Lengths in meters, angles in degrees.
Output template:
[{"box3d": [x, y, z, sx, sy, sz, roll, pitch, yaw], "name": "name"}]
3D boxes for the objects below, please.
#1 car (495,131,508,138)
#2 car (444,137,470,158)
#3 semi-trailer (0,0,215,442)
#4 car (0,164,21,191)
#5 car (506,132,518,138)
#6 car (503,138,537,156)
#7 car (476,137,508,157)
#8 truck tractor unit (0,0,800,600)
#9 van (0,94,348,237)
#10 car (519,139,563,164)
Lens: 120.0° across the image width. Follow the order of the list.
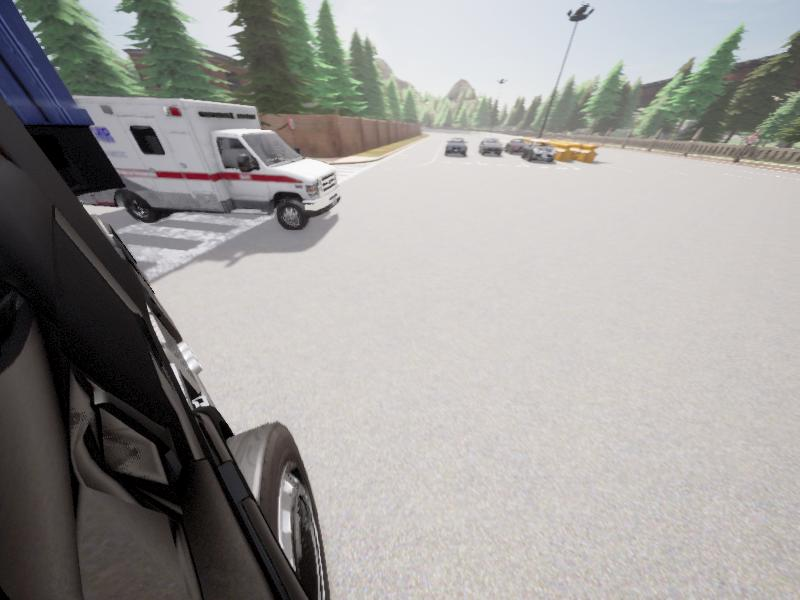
[{"box3d": [32.797, -53.743, 74.891, 2.128, 1.511, 4.902, 1, 37, -1], "name": "car"}, {"box3d": [5.441, -14.804, 22.269, 1.994, 1.385, 4.181, 7, 37, 7], "name": "car"}, {"box3d": [-9.865, -2.312, 2.511, 14.254, 4.402, 2.717, 11, 38, 12], "name": "semi-trailer"}, {"box3d": [-15.845, -4.422, 7.139, 4.605, 1.855, 1.932, 7, 37, 7], "name": "car"}, {"box3d": [36.313, -53.533, 74.954, 1.895, 1.301, 4.718, 1, 37, -1], "name": "car"}, {"box3d": [12.995, -16.890, 25.378, 1.994, 1.385, 4.181, 6, 37, 5], "name": "car"}, {"box3d": [9.336, -15.903, 23.882, 2.033, 1.411, 5.357, 7, 37, 7], "name": "car"}, {"box3d": [-2.645, -0.295, 0.351, 6.516, 4.208, 3.053, 28, 44, 30], "name": "truck tractor unit"}, {"box3d": [-4.886, -3.413, 5.855, 6.366, 2.431, 2.351, 5, 37, 4], "name": "van"}, {"box3d": [12.032, -12.946, 20.030, 1.970, 1.475, 3.806, 8, 37, 7], "name": "car"}]
